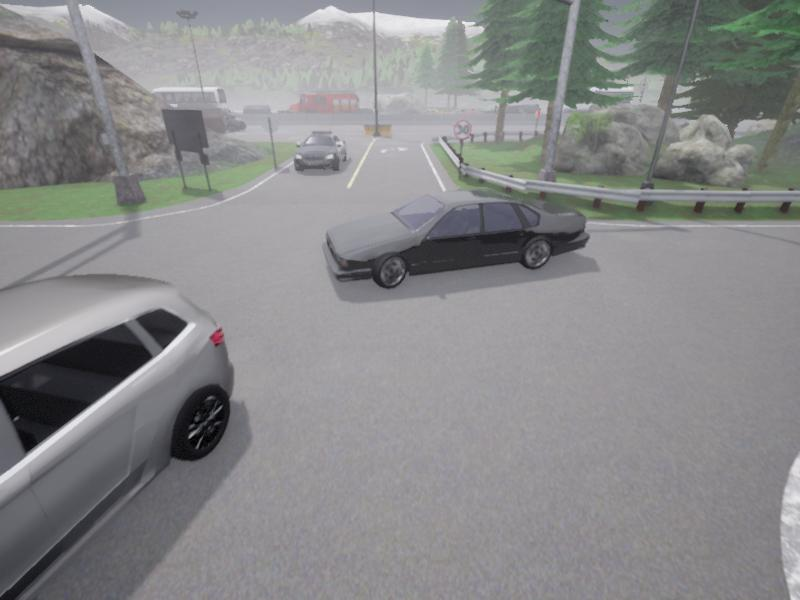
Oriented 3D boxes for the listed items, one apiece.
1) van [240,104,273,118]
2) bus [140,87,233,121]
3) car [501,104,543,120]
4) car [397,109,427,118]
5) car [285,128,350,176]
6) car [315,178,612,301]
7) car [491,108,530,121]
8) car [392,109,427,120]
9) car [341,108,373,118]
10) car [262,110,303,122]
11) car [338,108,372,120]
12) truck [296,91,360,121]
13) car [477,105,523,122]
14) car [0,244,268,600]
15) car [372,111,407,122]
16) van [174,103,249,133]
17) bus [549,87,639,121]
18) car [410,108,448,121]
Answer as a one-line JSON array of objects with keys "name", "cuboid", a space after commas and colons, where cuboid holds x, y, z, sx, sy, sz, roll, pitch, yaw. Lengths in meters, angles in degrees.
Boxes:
[{"name": "van", "cuboid": [-22.931, -30.161, 63.929, 4.442, 1.987, 1.775, 0, 27, 0]}, {"name": "bus", "cuboid": [-30.146, -27.922, 57.055, 10.273, 4.253, 3.944, 0, 27, 0]}, {"name": "car", "cuboid": [18.517, -28.649, 60.899, 5.566, 2.045, 2.150, 0, 27, 0]}, {"name": "car", "cuboid": [1.861, -29.892, 64.143, 4.718, 1.301, 1.895, 0, 27, 0]}, {"name": "car", "cuboid": [-3.686, -7.098, 18.876, 2.038, 1.542, 4.974, 0, 27, -1]}, {"name": "car", "cuboid": [1.167, -1.422, 8.086, 5.357, 1.411, 2.033, -8, 28, -15]}, {"name": "car", "cuboid": [15.908, -26.866, 57.871, 4.856, 1.649, 2.033, 0, 27, 0]}, {"name": "car", "cuboid": [1.409, -28.345, 61.004, 5.357, 1.411, 2.033, 0, 27, 0]}, {"name": "car", "cuboid": [-6.773, -29.968, 64.078, 4.892, 1.490, 1.837, 0, 27, 0]}, {"name": "car", "cuboid": [-16.024, -25.172, 54.709, 4.892, 1.490, 1.837, 0, 27, 0]}, {"name": "car", "cuboid": [-6.876, -28.348, 60.975, 4.902, 1.511, 2.128, 0, 27, 0]}, {"name": "truck", "cuboid": [-10.112, -27.813, 57.314, 8.468, 3.827, 2.891, 0, 27, 0]}, {"name": "car", "cuboid": [13.542, -25.460, 54.652, 5.566, 2.045, 2.150, 0, 27, 0]}, {"name": "car", "cuboid": [-3.235, 1.204, 2.590, 2.242, 1.667, 4.611, 7, 26, 14]}, {"name": "car", "cuboid": [-1.393, -25.104, 54.789, 4.718, 1.301, 1.895, 0, 27, 0]}, {"name": "van", "cuboid": [-18.209, -17.667, 38.882, 5.915, 2.561, 1.988, 0, 27, 0]}, {"name": "bus", "cuboid": [27.407, -28.002, 57.191, 10.273, 4.253, 3.944, 0, 27, 0]}, {"name": "car", "cuboid": [4.093, -26.832, 57.853, 5.366, 1.575, 1.801, 0, 27, 0]}]
